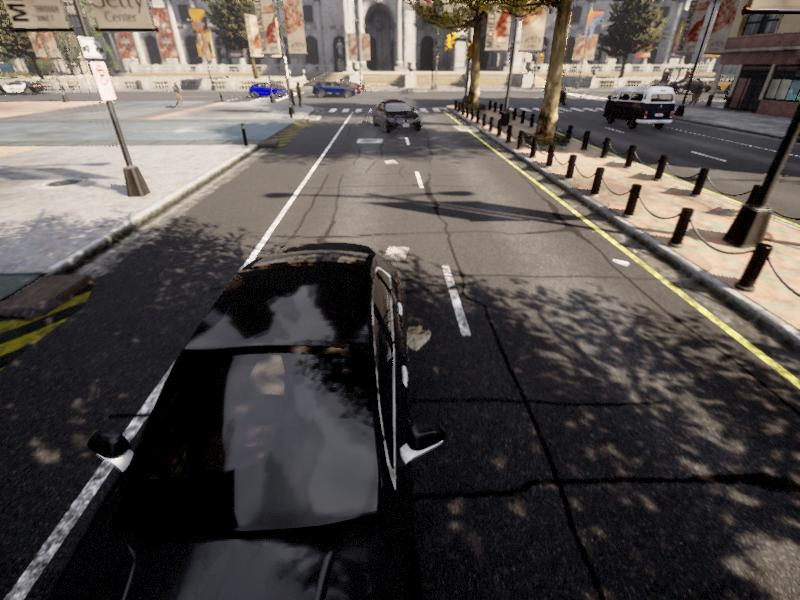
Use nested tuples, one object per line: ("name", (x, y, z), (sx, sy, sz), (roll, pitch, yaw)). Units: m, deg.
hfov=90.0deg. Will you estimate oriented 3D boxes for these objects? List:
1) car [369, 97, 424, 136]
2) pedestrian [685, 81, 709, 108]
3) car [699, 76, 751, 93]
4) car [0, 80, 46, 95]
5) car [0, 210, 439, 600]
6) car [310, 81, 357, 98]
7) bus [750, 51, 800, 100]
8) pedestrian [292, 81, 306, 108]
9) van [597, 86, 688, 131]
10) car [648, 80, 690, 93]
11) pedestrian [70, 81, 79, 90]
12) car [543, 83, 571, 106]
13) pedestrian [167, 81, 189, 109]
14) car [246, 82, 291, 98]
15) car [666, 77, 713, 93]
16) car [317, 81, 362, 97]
("car", (-0.295, -10.101, 21.853), (1.812, 1.442, 4.674), (-8, 31, -13))
("pedestrian", (23.156, -16.026, 31.208), (0.751, 1.860, 0.751), (1, 30, 2))
("car", (41.855, -27.740, 51.565), (4.605, 1.855, 1.932), (-1, 30, -1))
("car", (-46.865, -25.922, 48.812), (4.974, 1.542, 2.038), (-6, 31, -10))
("car", (-0.832, 0.761, 3.245), (1.837, 1.490, 4.892), (-1, 30, -1))
("car", (-7.297, -23.367, 44.371), (4.856, 1.649, 2.033), (-1, 30, -1))
("bus", (44.279, -23.565, 42.059), (10.273, 4.253, 3.944), (-1, 30, -1))
("pedestrian", (-7.921, -16.170, 31.480), (0.751, 1.860, 0.751), (-1, 30, -3))
("van", (13.439, -10.925, 22.638), (2.069, 2.038, 4.480), (-1, 29, -2))
("car", (34.552, -27.474, 51.477), (3.806, 1.475, 1.970), (-1, 30, -1))
("pedestrian", (-45.722, -30.175, 56.223), (0.500, 1.100, 0.500), (-8, 31, -14))
("car", (14.658, -19.266, 37.323), (1.930, 1.638, 5.238), (11, 32, 19))
("pedestrian", (-17.245, -15.928, 31.073), (0.751, 1.860, 0.751), (4, 31, 7))
("car", (-14.487, -23.194, 44.232), (4.193, 1.474, 1.816), (-1, 30, -1))
("car", (34.862, -25.996, 48.298), (3.988, 1.617, 1.851), (-1, 30, -1))
("car", (-7.049, -24.870, 47.088), (4.792, 1.488, 2.163), (3, 30, 6))
